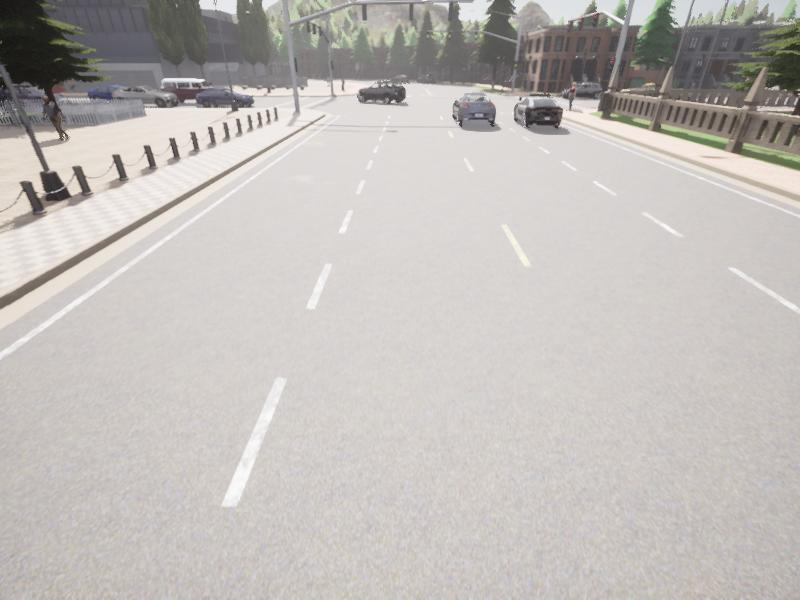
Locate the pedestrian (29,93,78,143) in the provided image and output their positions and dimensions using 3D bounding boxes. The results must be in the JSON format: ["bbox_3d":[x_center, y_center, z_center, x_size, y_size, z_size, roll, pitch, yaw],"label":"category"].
[{"bbox_3d":[-14.764,-7.796,17.121,0.751,1.860,0.751,-4,31,-6],"label":"pedestrian"}]

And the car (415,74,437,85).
[{"bbox_3d":[5.058,-43.123,78.135,2.242,1.667,4.611,-13,33,-21],"label":"car"}]

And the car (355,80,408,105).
[{"bbox_3d":[-1.748,-19.214,36.956,4.605,1.855,1.932,19,34,29],"label":"car"}]

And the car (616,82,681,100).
[{"bbox_3d":[25.830,-21.868,41.766,5.366,1.575,1.801,1,30,1],"label":"car"}]

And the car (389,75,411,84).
[{"bbox_3d":[0.011,-44.290,80.190,2.163,1.488,4.792,-16,34,-26],"label":"car"}]

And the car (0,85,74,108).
[{"bbox_3d":[-31.047,-17.204,33.792,4.856,1.649,2.033,1,30,1],"label":"car"}]

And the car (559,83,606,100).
[{"bbox_3d":[19.037,-21.899,41.926,3.806,1.475,1.970,0,30,1],"label":"car"}]

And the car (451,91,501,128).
[{"bbox_3d":[4.462,-11.688,24.350,2.152,1.651,5.027,1,30,1],"label":"car"}]

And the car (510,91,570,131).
[{"bbox_3d":[7.990,-11.146,23.403,1.930,1.638,5.238,1,30,3],"label":"car"}]

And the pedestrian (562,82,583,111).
[{"bbox_3d":[12.497,-14.771,29.026,0.751,1.860,0.751,-11,32,-18],"label":"pedestrian"}]

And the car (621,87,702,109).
[{"bbox_3d":[21.314,-16.601,32.838,4.902,1.511,2.128,1,30,1],"label":"car"}]

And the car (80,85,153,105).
[{"bbox_3d":[-25.913,-18.877,36.737,5.008,1.535,1.882,1,30,1],"label":"car"}]

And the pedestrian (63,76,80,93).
[{"bbox_3d":[-39.498,-25.908,48.088,0.751,1.860,0.751,4,31,7],"label":"pedestrian"}]

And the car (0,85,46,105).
[{"bbox_3d":[-36.122,-18.971,36.945,4.892,1.490,1.837,1,30,1],"label":"car"}]

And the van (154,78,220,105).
[{"bbox_3d":[-19.317,-19.020,36.478,4.480,2.038,2.069,1,30,1],"label":"van"}]

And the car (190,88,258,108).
[{"bbox_3d":[-14.663,-16.919,33.476,4.674,1.442,1.812,1,30,2],"label":"car"}]

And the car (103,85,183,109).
[{"bbox_3d":[-21.460,-17.097,33.610,5.027,1.651,2.152,1,30,1],"label":"car"}]
